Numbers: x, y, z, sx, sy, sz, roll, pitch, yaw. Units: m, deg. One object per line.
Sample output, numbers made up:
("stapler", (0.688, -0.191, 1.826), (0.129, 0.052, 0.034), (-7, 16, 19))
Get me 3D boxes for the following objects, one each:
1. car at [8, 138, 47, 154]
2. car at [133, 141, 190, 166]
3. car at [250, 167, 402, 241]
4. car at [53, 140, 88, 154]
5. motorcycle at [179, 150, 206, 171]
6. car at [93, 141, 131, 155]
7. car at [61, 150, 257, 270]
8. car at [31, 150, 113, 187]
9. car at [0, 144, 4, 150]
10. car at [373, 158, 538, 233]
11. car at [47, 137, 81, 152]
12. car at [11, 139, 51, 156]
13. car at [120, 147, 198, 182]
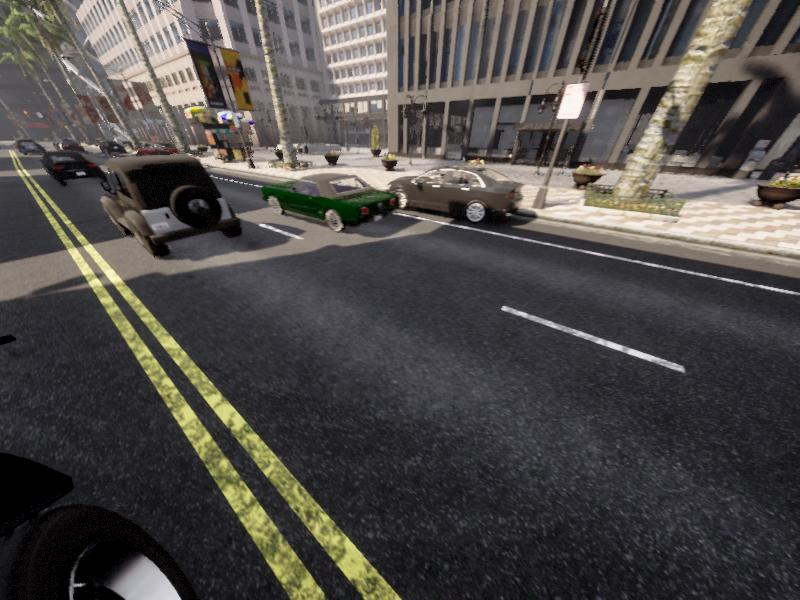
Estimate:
("car", (-53.183, -22.046, 32.989), (4.611, 1.667, 2.242), (23, 41, 28))
("car", (-22.349, -13.865, 21.689), (4.553, 1.767, 2.185), (22, 41, 28))
("car", (-2.423, -3.311, 7.430), (4.718, 1.301, 1.895), (22, 41, 28))
("car", (-47.009, -21.886, 32.958), (4.974, 1.542, 2.038), (23, 41, 28))
("motorcycle", (-16.412, -11.092, 18.331), (0.764, 1.277, 2.356), (-15, 38, -20))
("car", (-40.161, -21.258, 32.198), (4.792, 1.488, 2.163), (22, 41, 28))
("car", (-5.825, -2.482, 5.702), (3.866, 1.878, 1.905), (22, 41, 28))
("car", (-18.666, -7.563, 13.119), (4.674, 1.442, 1.812), (22, 41, 28))
("car", (-68.604, -25.947, 38.484), (4.792, 1.488, 2.163), (23, 41, 28))
("car", (1.706, -3.892, 8.094), (4.892, 1.521, 2.231), (22, 41, 28))
("car", (-52.106, -24.130, 35.842), (4.553, 1.767, 2.097), (23, 41, 28))
("car", (-47.628, -19.699, 29.774), (4.856, 1.649, 2.033), (23, 41, 28))
("car", (-15.347, -8.708, 14.697), (5.008, 1.535, 1.882), (22, 41, 28))
